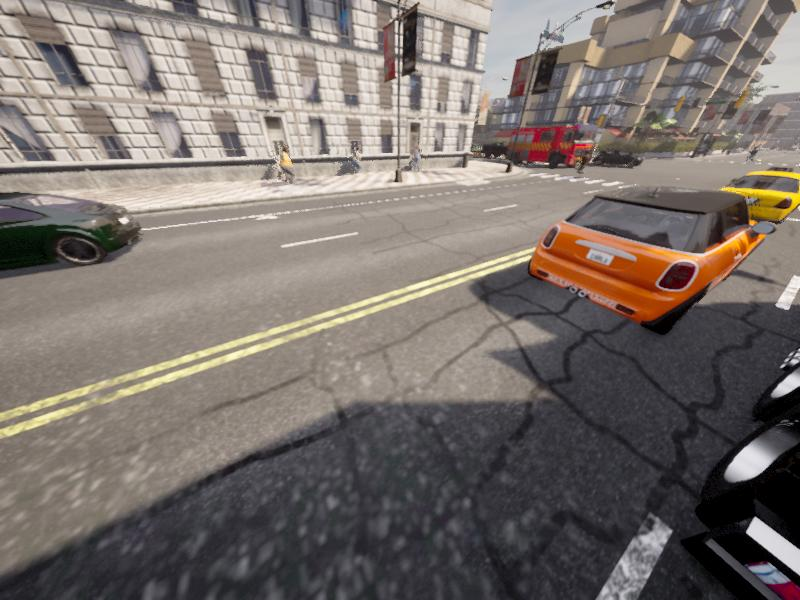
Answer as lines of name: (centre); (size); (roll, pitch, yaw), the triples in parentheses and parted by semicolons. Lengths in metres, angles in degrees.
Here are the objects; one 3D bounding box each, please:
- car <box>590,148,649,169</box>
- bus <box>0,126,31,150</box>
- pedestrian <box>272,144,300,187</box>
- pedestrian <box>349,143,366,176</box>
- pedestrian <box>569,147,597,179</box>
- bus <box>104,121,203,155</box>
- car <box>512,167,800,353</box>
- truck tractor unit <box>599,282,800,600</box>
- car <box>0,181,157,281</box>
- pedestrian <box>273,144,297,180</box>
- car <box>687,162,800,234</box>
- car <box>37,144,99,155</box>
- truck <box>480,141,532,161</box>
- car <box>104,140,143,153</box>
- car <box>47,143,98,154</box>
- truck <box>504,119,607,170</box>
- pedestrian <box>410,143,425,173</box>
car: (22.830, -14.863, 24.134); (3.988, 1.617, 1.851); (29, 44, 35)
bus: (-89.622, -35.826, 50.973); (3.944, 4.253, 10.273); (-18, 39, -25)
pedestrian: (-6.008, -7.122, 12.241); (0.751, 1.860, 0.751); (-21, 40, -28)
pedestrian: (-2.923, -9.692, 15.960); (0.751, 1.860, 0.751); (-18, 39, -24)
pedestrian: (12.844, -9.620, 16.256); (0.751, 1.860, 0.751); (-22, 41, -29)
bus: (-41.206, -27.591, 39.558); (10.273, 4.253, 3.944); (-18, 39, -25)
car: (4.687, -1.206, 4.201); (4.553, 1.767, 2.097); (-18, 39, -25)
truck tractor unit: (5.137, -0.275, 0.736); (6.516, 4.208, 3.053); (-17, 38, -23)
car: (-8.369, -1.395, 4.735); (4.181, 1.385, 1.994); (-17, 39, -23)
pedestrian: (-7.023, -8.463, 14.159); (0.751, 1.860, 0.751); (-19, 39, -26)
car: (12.986, -3.857, 8.265); (5.366, 1.575, 1.801); (-18, 39, -25)
car: (-53.644, -24.496, 37.511); (5.357, 1.411, 2.033); (-19, 39, -25)
truck: (14.931, -21.437, 33.079); (2.390, 2.098, 6.274); (-19, 39, -25)
car: (-50.445, -28.099, 42.279); (3.866, 1.878, 1.905); (-18, 39, -25)
car: (-56.029, -26.099, 39.677); (4.514, 1.525, 2.007); (-17, 39, -24)
truck: (15.685, -16.580, 24.596); (2.891, 3.827, 8.468); (-12, 37, -17)
pedestrian: (1.305, -10.735, 17.493); (0.751, 1.860, 0.751); (-25, 42, -31)
